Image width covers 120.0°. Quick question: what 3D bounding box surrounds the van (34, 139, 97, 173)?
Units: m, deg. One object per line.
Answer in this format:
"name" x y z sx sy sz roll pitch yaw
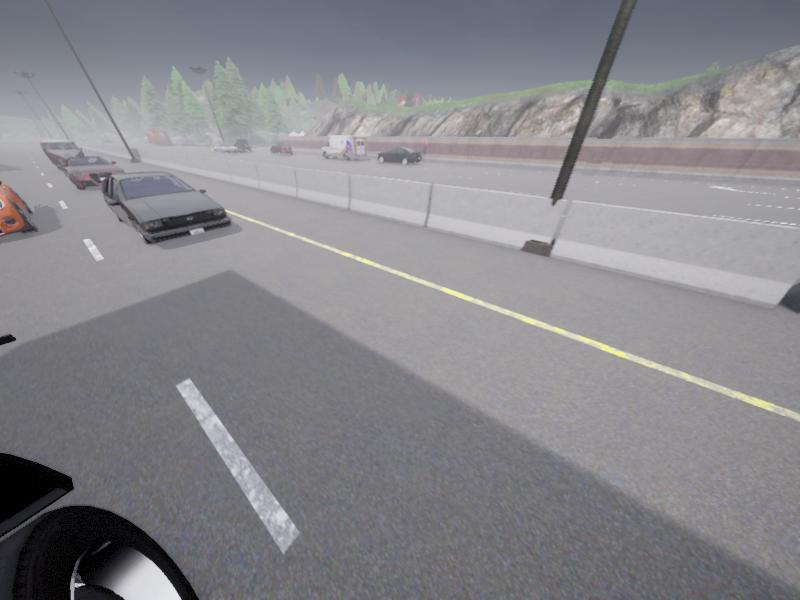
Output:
"van" -26.063 -11.306 18.009 4.442 1.987 1.775 23 41 29

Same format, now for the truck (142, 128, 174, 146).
"truck" -65.550 -44.056 62.594 8.468 3.827 2.891 23 41 29

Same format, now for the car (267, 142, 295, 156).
"car" -17.783 -22.574 34.526 3.705 1.549 1.789 24 41 29

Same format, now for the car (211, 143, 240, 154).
"car" -28.313 -24.498 37.367 4.718 1.301 1.895 23 41 29

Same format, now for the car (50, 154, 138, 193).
"car" -16.266 -6.838 12.295 4.181 1.385 1.994 23 41 29

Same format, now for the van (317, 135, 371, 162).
"van" -6.754 -18.193 27.644 6.366 2.431 2.351 23 41 29

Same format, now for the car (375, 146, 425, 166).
"car" -0.078 -14.958 23.886 5.008 1.535 1.882 23 41 29

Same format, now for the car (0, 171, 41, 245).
"car" -12.070 -2.708 6.089 4.553 1.767 2.097 23 41 29

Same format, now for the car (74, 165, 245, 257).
"car" -7.207 -2.953 6.843 5.357 1.411 2.033 23 41 29

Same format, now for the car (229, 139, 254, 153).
"car" -27.859 -27.090 40.545 3.866 1.878 1.905 25 42 31

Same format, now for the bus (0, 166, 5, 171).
"bus" -34.435 -11.422 16.117 10.273 4.253 3.944 16 39 21
